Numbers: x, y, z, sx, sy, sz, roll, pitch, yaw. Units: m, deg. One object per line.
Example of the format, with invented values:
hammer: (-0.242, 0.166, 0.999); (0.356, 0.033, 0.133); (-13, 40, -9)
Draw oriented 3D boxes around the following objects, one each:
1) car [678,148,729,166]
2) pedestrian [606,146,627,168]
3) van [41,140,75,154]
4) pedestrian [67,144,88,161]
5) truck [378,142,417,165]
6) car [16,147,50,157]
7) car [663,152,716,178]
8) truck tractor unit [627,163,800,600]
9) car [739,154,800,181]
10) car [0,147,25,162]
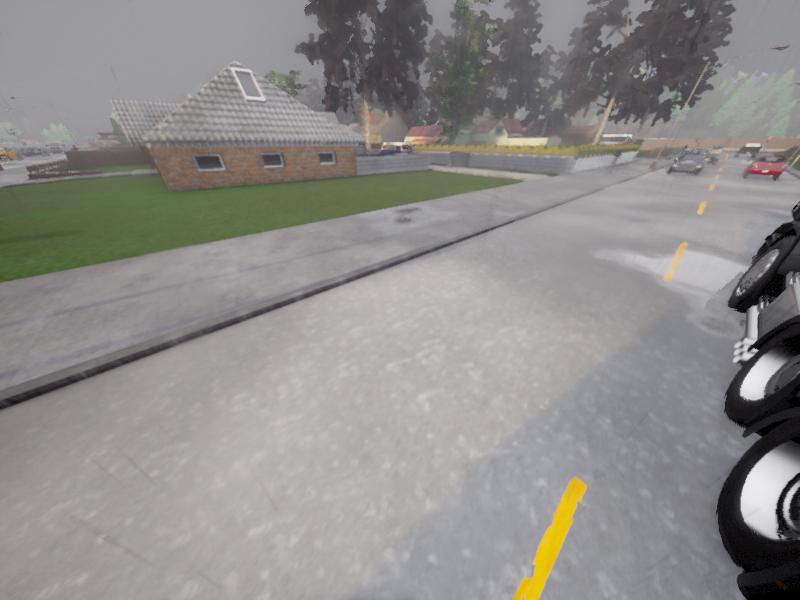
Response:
car: (37.121, -17.672, 28.458); (2.152, 1.651, 5.027); (20, 39, 26)
pedestrian: (21.953, -14.525, 23.403); (0.751, 1.860, 0.751); (-24, 41, -31)
van: (-74.531, -33.473, 50.472); (2.351, 2.431, 6.366); (-25, 42, -32)
pedestrian: (-41.419, -18.972, 29.722); (0.751, 1.860, 0.751); (-27, 43, -34)
truck: (-0.365, -17.102, 26.828); (2.069, 2.038, 4.478); (-25, 42, -32)
car: (-64.001, -25.896, 40.410); (1.994, 1.385, 4.181); (-25, 42, -32)
car: (24.607, -11.568, 19.620); (4.974, 1.542, 2.038); (-25, 42, -32)
truck tractor unit: (4.926, -0.450, 1.013); (6.516, 4.208, 3.053); (-25, 41, -32)
car: (28.135, -10.281, 17.759); (3.633, 1.501, 1.845); (-25, 42, -32)
car: (-56.017, -20.557, 32.507); (1.882, 1.535, 5.008); (-25, 43, -32)
